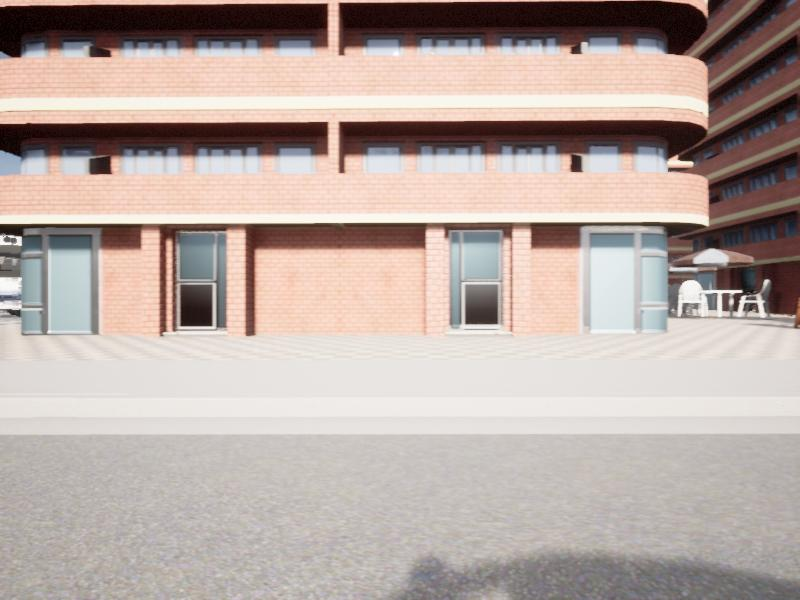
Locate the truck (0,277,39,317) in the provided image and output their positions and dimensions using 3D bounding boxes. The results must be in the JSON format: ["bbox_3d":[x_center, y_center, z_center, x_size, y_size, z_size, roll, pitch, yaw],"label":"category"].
[{"bbox_3d":[-25.782,-0.202,24.565,2.627,2.467,5.204,0,0,-1],"label":"truck"}]

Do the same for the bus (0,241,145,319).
[{"bbox_3d":[-22.472,-1.097,27.080,3.944,4.253,10.273,0,0,-1],"label":"bus"}]
